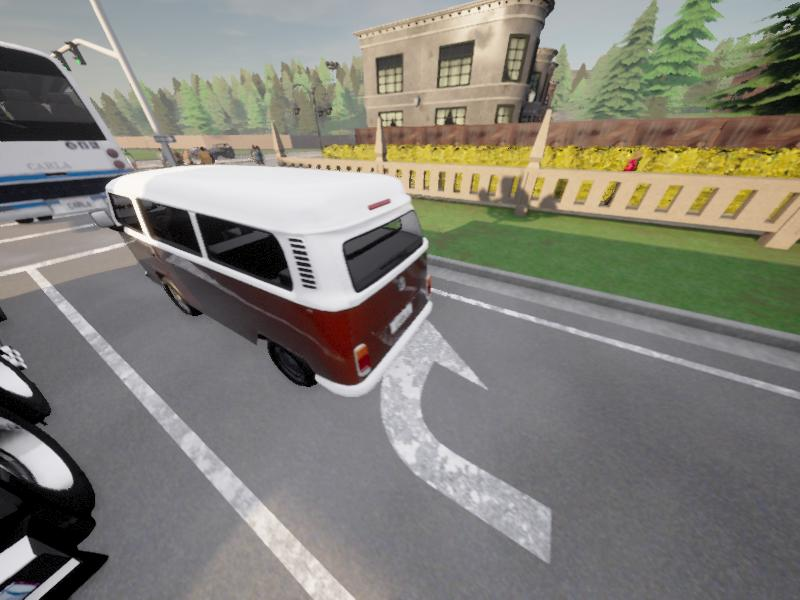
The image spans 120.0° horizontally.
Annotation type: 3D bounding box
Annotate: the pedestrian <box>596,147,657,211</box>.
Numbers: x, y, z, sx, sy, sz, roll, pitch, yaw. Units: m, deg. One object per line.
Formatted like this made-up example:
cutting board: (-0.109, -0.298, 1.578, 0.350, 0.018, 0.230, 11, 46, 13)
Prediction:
pedestrian: (7.691, -4.158, 7.970, 0.751, 1.860, 0.751, 19, 39, 26)

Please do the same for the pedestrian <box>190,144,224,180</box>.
pedestrian: (-11.911, -8.521, 14.308, 0.751, 1.860, 0.751, 22, 41, 29)

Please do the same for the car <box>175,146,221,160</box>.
car: (-29.556, -21.659, 34.007, 1.812, 1.442, 4.674, 18, 39, 25)

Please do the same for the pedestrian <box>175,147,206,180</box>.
pedestrian: (-14.440, -9.439, 15.964, 0.751, 1.860, 0.751, 22, 41, 28)

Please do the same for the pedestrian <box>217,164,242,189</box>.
pedestrian: (-8.814, -6.400, 11.964, 0.500, 1.100, 0.500, -2, 35, -2)

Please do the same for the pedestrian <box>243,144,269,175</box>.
pedestrian: (-10.194, -9.971, 16.432, 0.751, 1.860, 0.751, 9, 36, 13)

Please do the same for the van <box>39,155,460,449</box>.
van: (-1.842, -0.646, 3.154, 4.480, 2.038, 2.069, 18, 39, 24)

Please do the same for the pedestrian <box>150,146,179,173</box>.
pedestrian: (-19.451, -11.593, 19.088, 0.751, 1.860, 0.751, 14, 37, 20)

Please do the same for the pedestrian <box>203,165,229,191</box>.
pedestrian: (-9.168, -6.093, 11.526, 0.500, 1.100, 0.500, -5, 35, -7)

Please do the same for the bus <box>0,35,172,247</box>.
bus: (-13.616, -5.634, 8.453, 10.273, 4.253, 3.944, 23, 41, 30)

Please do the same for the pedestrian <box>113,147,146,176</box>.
pedestrian: (-20.728, -10.663, 17.761, 0.751, 1.860, 0.751, 19, 39, 25)

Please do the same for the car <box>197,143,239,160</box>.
car: (-25.989, -21.375, 33.183, 1.905, 1.878, 3.866, 18, 39, 25)

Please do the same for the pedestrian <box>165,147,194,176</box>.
pedestrian: (-16.707, -10.519, 17.530, 0.751, 1.860, 0.751, 23, 41, 30)

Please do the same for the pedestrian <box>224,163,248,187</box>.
pedestrian: (-8.846, -6.761, 12.483, 0.500, 1.100, 0.500, 9, 36, 13)

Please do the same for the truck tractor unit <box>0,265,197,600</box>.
truck tractor unit: (-5.117, -0.294, 0.782, 6.516, 4.208, 3.053, 18, 39, 24)

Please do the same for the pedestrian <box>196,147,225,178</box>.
pedestrian: (-13.671, -9.946, 16.687, 0.751, 1.860, 0.751, 16, 38, 22)

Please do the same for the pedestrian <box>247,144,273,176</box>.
pedestrian: (-9.651, -9.683, 16.015, 0.751, 1.860, 0.751, 7, 36, 11)
